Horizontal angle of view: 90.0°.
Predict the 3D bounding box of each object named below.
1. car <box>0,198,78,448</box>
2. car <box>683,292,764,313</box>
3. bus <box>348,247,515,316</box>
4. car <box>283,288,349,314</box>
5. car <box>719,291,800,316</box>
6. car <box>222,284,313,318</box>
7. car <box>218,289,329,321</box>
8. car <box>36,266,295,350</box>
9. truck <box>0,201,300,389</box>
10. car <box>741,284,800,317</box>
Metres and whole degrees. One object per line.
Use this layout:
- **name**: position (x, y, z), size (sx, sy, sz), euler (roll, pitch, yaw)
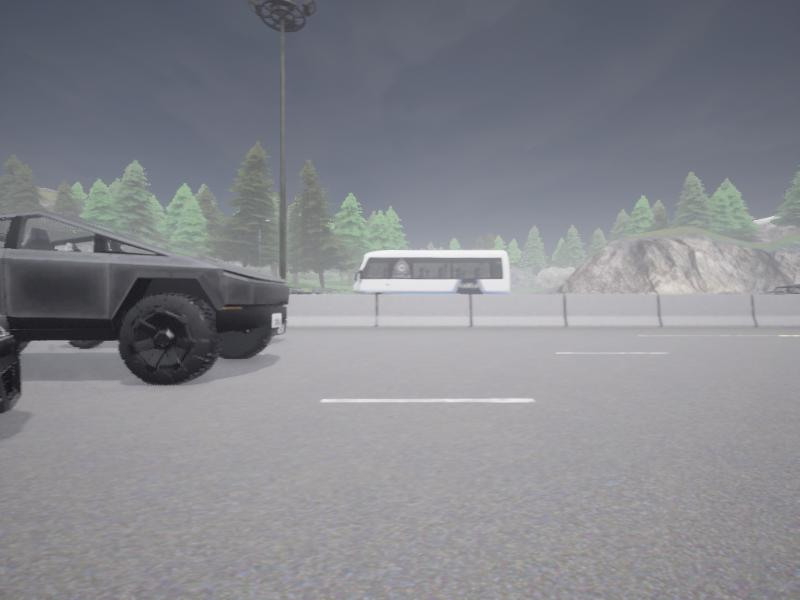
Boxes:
- **car**: position (-4.969, 0.161, 2.180), size (4.611, 1.667, 2.242), euler (0, 0, 0)
- **car**: position (24.328, 0.214, 30.246), size (4.514, 1.525, 2.007), euler (0, 0, 0)
- **bus**: position (1.932, -1.133, 26.574), size (10.273, 4.253, 3.944), euler (0, 0, 0)
- **car**: position (-6.270, 0.059, 30.175), size (4.605, 1.855, 1.932), euler (0, 0, 0)
- **car**: position (24.664, 0.209, 26.748), size (4.974, 1.542, 2.038), euler (0, 0, 0)
- **car**: position (-7.580, 0.057, 23.176), size (4.605, 1.855, 1.932), euler (0, 0, 0)
- **car**: position (-6.091, 0.249, 19.675), size (4.892, 1.490, 1.837), euler (0, 0, 0)
- **car**: position (-5.015, 0.161, 9.179), size (4.611, 1.667, 2.242), euler (0, 0, 0)
- **truck**: position (-4.856, -0.053, 5.679), size (6.274, 2.098, 2.390), euler (0, 0, 0)
- **car**: position (22.557, 0.033, 23.243), size (3.866, 1.878, 1.905), euler (0, 0, 0)
